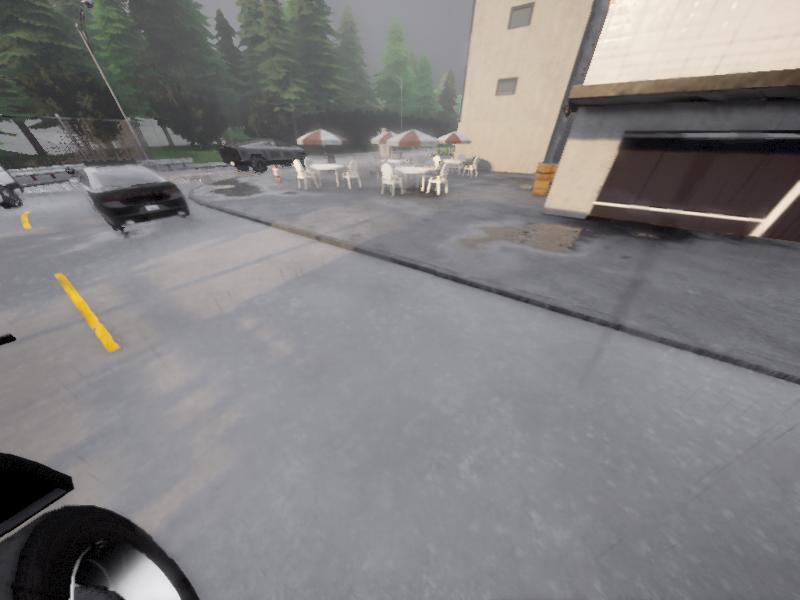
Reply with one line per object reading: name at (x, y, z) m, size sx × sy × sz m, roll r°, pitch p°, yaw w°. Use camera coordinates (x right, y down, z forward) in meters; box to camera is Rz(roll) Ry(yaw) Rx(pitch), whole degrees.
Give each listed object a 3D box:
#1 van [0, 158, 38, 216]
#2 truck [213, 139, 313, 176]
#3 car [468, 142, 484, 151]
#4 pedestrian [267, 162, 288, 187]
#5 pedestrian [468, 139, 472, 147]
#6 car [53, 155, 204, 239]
van at (-14.054, -3.340, 6.307) m, size 1.988 × 2.561 × 5.915 m, roll -22°, pitch 41°, yaw -27°
truck at (-10.249, -11.367, 18.160) m, size 2.390 × 2.098 × 6.274 m, roll 17°, pitch 38°, yaw 22°
car at (17.683, -35.688, 53.610) m, size 1.882 × 1.535 × 5.008 m, roll 21°, pitch 40°, yaw 26°
pedestrian at (-6.230, -6.405, 11.792) m, size 0.500 × 1.100 × 0.500 m, roll -1°, pitch 35°, yaw -3°
pedestrian at (21.290, -47.422, 69.855) m, size 0.751 × 1.860 × 0.751 m, roll 17°, pitch 38°, yaw 22°
car at (-8.993, -3.655, 7.595) m, size 5.238 × 1.638 × 1.930 m, roll 24°, pitch 41°, yaw 29°
